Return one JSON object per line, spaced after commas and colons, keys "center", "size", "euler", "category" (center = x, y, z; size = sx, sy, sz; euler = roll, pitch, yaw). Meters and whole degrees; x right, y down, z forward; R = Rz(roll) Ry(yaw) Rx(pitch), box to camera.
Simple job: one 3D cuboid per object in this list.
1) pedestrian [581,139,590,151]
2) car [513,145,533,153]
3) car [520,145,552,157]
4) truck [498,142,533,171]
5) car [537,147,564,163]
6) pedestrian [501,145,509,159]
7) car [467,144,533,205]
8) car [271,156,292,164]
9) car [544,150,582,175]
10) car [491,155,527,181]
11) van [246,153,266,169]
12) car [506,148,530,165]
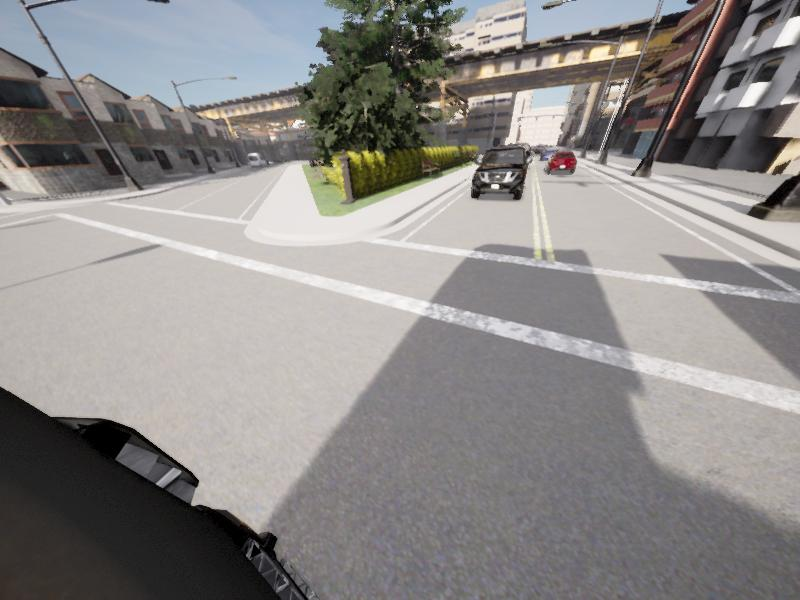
{"center": [38.385, -32.073, 47.809], "size": [0.751, 1.860, 0.751], "euler": [0, 33, 4], "category": "pedestrian"}
{"center": [29.454, -36.136, 55.236], "size": [4.974, 1.542, 2.038], "euler": [-27, 40, -32], "category": "car"}
{"center": [24.187, -26.514, 41.074], "size": [4.902, 1.511, 2.128], "euler": [-16, 36, -20], "category": "car"}
{"center": [11.616, -14.370, 23.031], "size": [2.390, 2.098, 6.274], "euler": [13, 36, 22], "category": "truck"}
{"center": [18.939, -18.496, 29.307], "size": [2.163, 1.488, 4.792], "euler": [11, 36, 21], "category": "car"}
{"center": [16.646, -23.397, 36.551], "size": [0.751, 1.860, 0.751], "euler": [6, 34, 13], "category": "pedestrian"}
{"center": [5.120, -6.458, 11.540], "size": [2.150, 2.045, 5.566], "euler": [12, 36, 22], "category": "car"}
{"center": [-33.335, -39.434, 65.046], "size": [5.238, 1.638, 1.930], "euler": [12, 36, 22], "category": "car"}
{"center": [12.901, -11.098, 18.550], "size": [1.812, 1.442, 4.674], "euler": [13, 36, 22], "category": "car"}
{"center": [8.221, -9.906, 17.233], "size": [1.895, 1.301, 4.718], "euler": [12, 36, 22], "category": "car"}
{"center": [-29.429, -28.600, 47.443], "size": [1.988, 2.561, 5.915], "euler": [-13, 35, -15], "category": "van"}
{"center": [14.634, -17.798, 28.577], "size": [2.163, 1.488, 4.792], "euler": [12, 36, 22], "category": "car"}
